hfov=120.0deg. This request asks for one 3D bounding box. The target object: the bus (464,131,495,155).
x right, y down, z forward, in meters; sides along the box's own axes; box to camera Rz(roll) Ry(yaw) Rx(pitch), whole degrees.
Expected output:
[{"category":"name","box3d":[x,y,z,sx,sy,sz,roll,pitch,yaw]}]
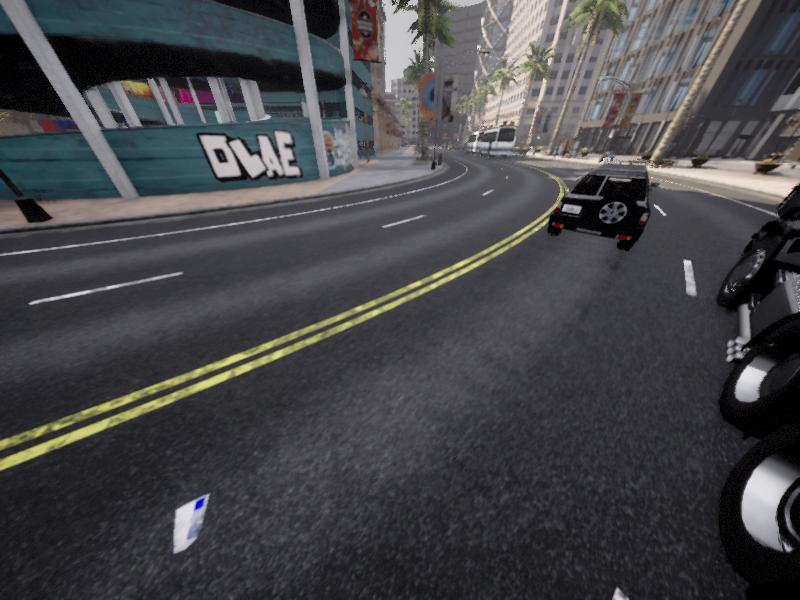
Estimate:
[{"category":"bus","box3d":[18.322,-36.973,54.352,3.944,4.253,10.273,2,35,3]}]

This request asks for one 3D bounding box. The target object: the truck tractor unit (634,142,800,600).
[{"category":"truck tractor unit","box3d":[4.886,-0.478,1.048,6.516,4.208,3.053,-26,42,-33]}]

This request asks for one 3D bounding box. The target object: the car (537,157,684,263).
[{"category":"car","box3d":[6.059,-2.952,6.736,1.932,1.855,4.605,27,43,33]}]

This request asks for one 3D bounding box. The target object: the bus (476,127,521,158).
[{"category":"bus","box3d":[17.486,-28.778,42.366,3.944,4.253,10.273,1,34,2]}]

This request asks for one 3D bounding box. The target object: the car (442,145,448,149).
[{"category":"car","box3d":[17.787,-60.292,90.965,1.994,1.385,4.181,2,34,3]}]
